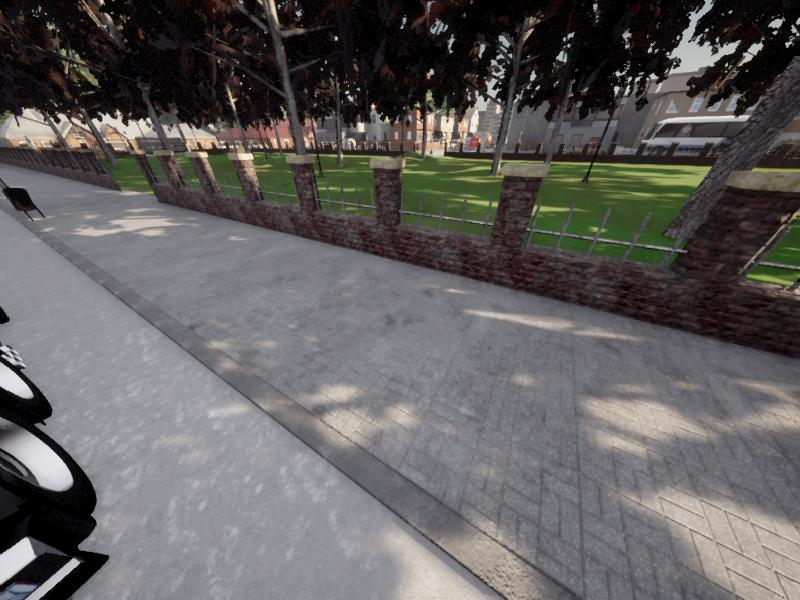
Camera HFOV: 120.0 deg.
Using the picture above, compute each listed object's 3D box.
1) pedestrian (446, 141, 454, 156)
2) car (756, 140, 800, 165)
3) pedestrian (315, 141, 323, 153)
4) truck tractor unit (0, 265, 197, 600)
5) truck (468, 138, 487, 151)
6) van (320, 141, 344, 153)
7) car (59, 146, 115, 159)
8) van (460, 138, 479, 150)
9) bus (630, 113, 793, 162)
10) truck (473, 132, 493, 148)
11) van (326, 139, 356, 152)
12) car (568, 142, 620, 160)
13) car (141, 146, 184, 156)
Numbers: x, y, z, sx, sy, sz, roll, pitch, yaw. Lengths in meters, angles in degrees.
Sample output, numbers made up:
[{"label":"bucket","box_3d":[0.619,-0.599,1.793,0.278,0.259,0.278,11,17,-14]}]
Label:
[{"label":"pedestrian","box_3d":[7.468,-22.698,34.656,0.751,1.860,0.751,24,42,31]},{"label":"car","box_3d":[40.477,-14.415,22.574,5.566,2.045,2.150,16,38,23]},{"label":"pedestrian","box_3d":[-15.689,-29.550,44.673,0.751,1.860,0.751,12,37,16]},{"label":"truck tractor unit","box_3d":[-5.113,-0.299,0.775,6.516,4.208,3.053,18,39,24]},{"label":"truck","box_3d":[17.860,-35.972,53.328,2.627,2.467,5.204,17,39,23]},{"label":"van","box_3d":[-14.371,-32.267,48.677,4.442,1.987,1.775,16,38,23]},{"label":"car","box_3d":[-50.662,-24.034,37.539,1.882,1.535,5.008,18,39,24]},{"label":"van","box_3d":[18.068,-40.536,59.899,2.351,2.431,6.366,19,39,26]},{"label":"bus","box_3d":[35.843,-19.394,27.823,10.273,4.253,3.944,18,39,24]},{"label":"truck","box_3d":[25.047,-48.239,69.673,2.891,3.827,8.468,20,40,26]},{"label":"van","box_3d":[-13.221,-34.949,52.128,6.366,2.431,2.351,18,39,24]},{"label":"car","box_3d":[24.959,-19.413,30.018,4.605,1.855,1.932,16,38,23]},{"label":"car","box_3d":[-45.708,-28.913,44.628,2.033,1.411,5.357,17,39,24]}]
